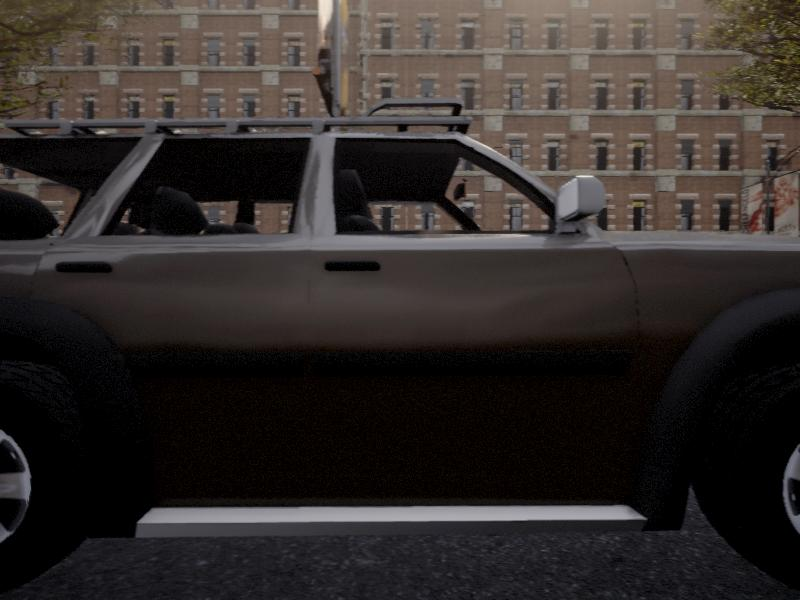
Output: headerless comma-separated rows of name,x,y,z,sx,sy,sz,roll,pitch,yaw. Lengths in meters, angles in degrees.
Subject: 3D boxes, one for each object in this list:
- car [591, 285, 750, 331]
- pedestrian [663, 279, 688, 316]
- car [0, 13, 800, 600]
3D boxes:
car,9.083,0.251,13.695,4.193,1.474,1.816,0,0,0
pedestrian,14.379,-0.119,20.872,0.751,1.860,0.751,0,0,-13
car,-0.078,0.054,2.196,4.605,1.855,1.932,0,0,0
